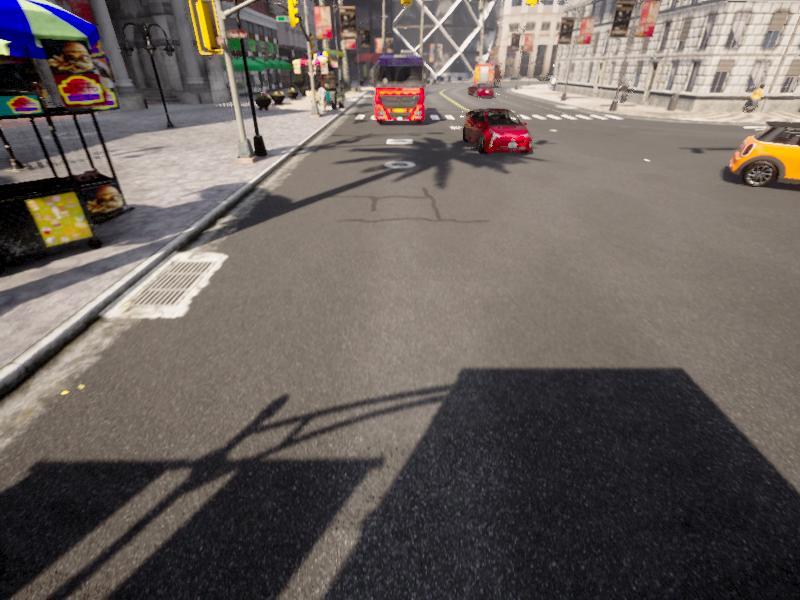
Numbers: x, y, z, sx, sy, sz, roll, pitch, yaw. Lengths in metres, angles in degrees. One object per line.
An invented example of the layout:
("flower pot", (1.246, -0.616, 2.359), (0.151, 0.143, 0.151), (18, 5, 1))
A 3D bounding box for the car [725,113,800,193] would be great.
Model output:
("car", (12.083, -3.956, 10.992), (4.553, 1.767, 2.097), (20, 36, 30))

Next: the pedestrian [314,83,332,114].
("pedestrian", (-5.346, -14.050, 27.840), (0.751, 1.860, 0.751), (18, 35, 27))

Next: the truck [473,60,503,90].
("truck", (13.724, -34.927, 61.953), (2.891, 3.827, 8.468), (10, 32, 17))

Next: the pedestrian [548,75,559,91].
("pedestrian", (20.142, -28.510, 52.575), (0.751, 1.860, 0.751), (0, 30, -1))

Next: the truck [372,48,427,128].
("truck", (-0.016, -13.648, 25.556), (2.891, 3.827, 8.468), (0, 30, 0))

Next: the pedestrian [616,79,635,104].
("pedestrian", (19.487, -18.023, 34.640), (0.751, 1.860, 0.751), (1, 30, 1))

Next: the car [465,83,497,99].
("car", (9.041, -23.593, 45.001), (1.994, 1.385, 4.181), (-5, 31, -9))

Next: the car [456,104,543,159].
("car", (3.935, -7.189, 16.787), (2.007, 1.525, 4.514), (-4, 31, -6))

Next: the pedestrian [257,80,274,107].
("pedestrian", (-10.789, -16.575, 32.161), (0.751, 1.860, 0.751), (23, 38, 34))

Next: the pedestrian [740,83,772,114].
("pedestrian", (24.591, -13.941, 27.659), (0.751, 1.860, 0.751), (0, 30, 1))

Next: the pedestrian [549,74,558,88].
("pedestrian", (23.354, -33.418, 60.971), (0.751, 1.860, 0.751), (17, 34, 26))
